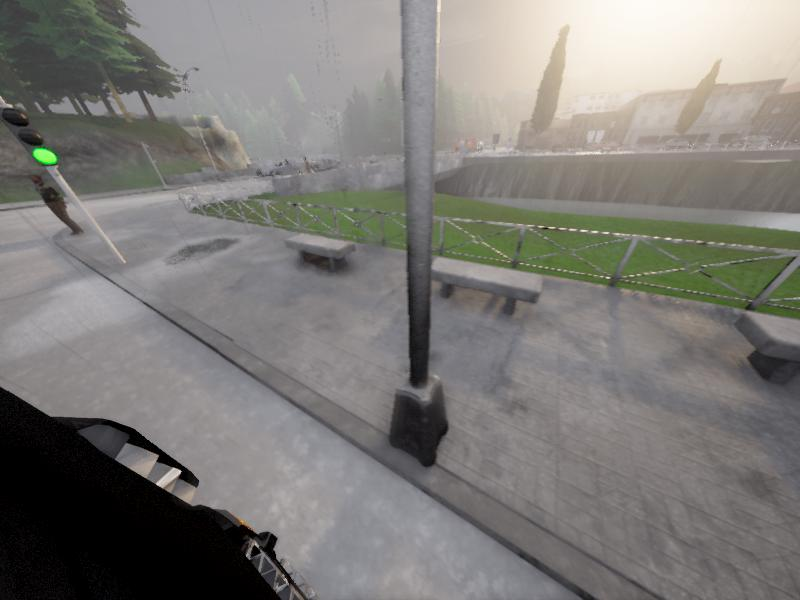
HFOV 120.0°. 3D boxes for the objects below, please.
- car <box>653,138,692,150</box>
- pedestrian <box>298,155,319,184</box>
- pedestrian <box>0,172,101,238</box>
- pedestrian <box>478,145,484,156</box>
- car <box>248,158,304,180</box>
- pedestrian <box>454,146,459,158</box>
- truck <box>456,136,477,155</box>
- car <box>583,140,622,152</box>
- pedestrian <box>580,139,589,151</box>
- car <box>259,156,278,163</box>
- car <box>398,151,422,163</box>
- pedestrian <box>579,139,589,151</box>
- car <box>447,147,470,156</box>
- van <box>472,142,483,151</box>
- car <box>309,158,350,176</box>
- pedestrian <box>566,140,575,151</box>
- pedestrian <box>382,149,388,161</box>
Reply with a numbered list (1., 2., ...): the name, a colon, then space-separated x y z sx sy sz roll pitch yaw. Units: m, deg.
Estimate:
1. car: 46.317 -26.569 39.395 3.806 1.475 1.970 16 38 26
2. pedestrian: -7.046 -10.071 17.817 0.751 1.860 0.751 16 38 26
3. pedestrian: -11.249 -3.085 7.550 0.751 1.860 0.751 -2 33 2
4. pedestrian: 15.619 -28.801 44.498 0.751 1.860 0.751 12 36 21
5. car: -13.147 -14.148 24.868 2.242 1.667 4.611 16 38 26
6. pedestrian: 10.848 -28.422 44.276 0.751 1.860 0.751 5 34 12
7. truck: 17.803 -41.254 61.623 2.891 3.827 8.468 16 38 26
8. car: 38.014 -28.990 43.547 5.027 1.651 2.152 16 38 26
9. pedestrian: 37.163 -31.206 46.519 0.751 1.860 0.751 23 41 33
10. car: -41.759 -44.700 73.440 2.163 1.488 4.792 16 38 26
11. car: 1.765 -24.413 39.419 2.038 1.542 4.974 16 38 26
12. pedestrian: 36.783 -30.898 46.080 0.751 1.860 0.751 -18 36 -21
13. car: 13.634 -34.742 54.076 4.856 1.649 2.033 0 32 4
14. van: 28.101 -55.288 83.234 1.988 2.561 5.915 16 38 26
15. car: -7.770 -14.961 25.873 1.816 1.474 4.193 16 38 26
16. pedestrian: 35.124 -31.764 47.516 0.751 1.860 0.751 -24 39 -29
17. pedestrian: -2.895 -28.337 45.176 0.751 1.860 0.751 -28 41 -33
